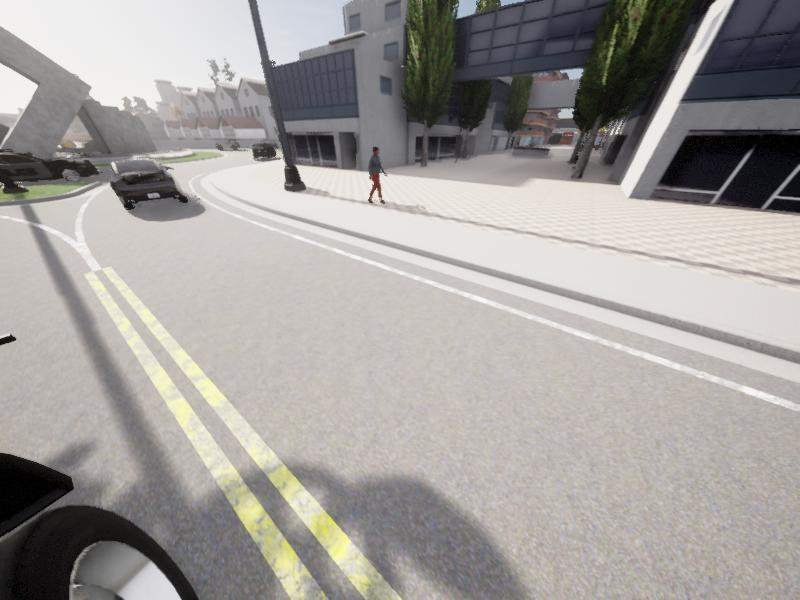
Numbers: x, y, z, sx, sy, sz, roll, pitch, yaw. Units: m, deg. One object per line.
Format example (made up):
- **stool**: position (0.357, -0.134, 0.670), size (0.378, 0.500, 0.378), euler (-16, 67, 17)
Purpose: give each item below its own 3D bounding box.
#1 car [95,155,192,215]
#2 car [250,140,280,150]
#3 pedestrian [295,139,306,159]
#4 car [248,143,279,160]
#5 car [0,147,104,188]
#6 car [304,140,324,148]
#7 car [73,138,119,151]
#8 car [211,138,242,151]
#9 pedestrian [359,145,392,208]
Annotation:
- **car**: position (-10.510, -4.946, 9.512), size (1.837, 1.490, 4.892), euler (-30, 45, -35)
- **car**: position (-27.758, -32.024, 47.596), size (4.611, 1.667, 2.242), euler (-24, 42, -30)
- **pedestrian**: position (-10.970, -16.625, 25.427), size (0.751, 1.860, 0.751), euler (-12, 37, -16)
- **car**: position (-16.230, -17.816, 27.636), size (1.789, 1.549, 3.705), euler (-4, 36, -7)
- **car**: position (-20.546, -7.246, 12.545), size (1.930, 1.638, 5.238), euler (27, 43, 32)
- **car**: position (-20.133, -36.530, 54.092), size (1.845, 1.501, 3.633), euler (26, 43, 31)
- **car**: position (-53.422, -27.425, 40.684), size (4.553, 1.767, 2.097), euler (2, 35, 2)
- **car**: position (-31.416, -28.277, 42.027), size (3.866, 1.878, 1.905), euler (-15, 38, -20)
- **pedestrian**: position (-0.835, -4.345, 8.139), size (0.751, 1.860, 0.751), euler (20, 40, 26)
